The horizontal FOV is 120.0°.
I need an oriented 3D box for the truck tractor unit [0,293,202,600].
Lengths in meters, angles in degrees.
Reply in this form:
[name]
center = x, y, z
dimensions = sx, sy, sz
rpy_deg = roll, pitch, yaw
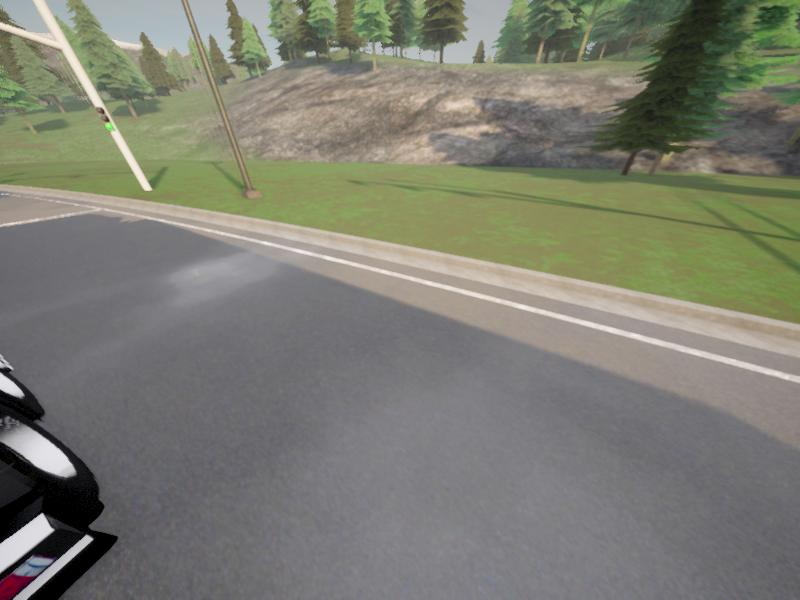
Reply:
[truck tractor unit]
center = -5.165, -0.242, 0.701
dimensions = 6.516, 4.208, 3.053
rpy_deg = 16, 39, 22
